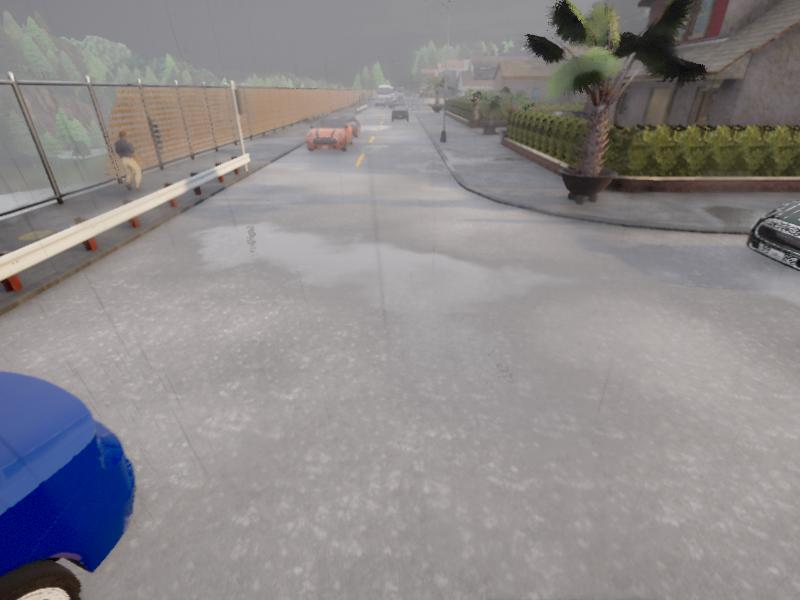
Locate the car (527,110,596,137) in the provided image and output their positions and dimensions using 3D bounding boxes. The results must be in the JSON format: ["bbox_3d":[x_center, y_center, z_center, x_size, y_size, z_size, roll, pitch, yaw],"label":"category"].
[{"bbox_3d":[10.568,-11.656,26.395,3.633,1.501,1.845,-1,28,-2],"label":"car"}]

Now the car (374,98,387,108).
[{"bbox_3d":[-3.951,-40.076,81.289,2.152,1.651,5.027,1,28,1],"label":"car"}]

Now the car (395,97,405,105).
[{"bbox_3d":[0.040,-47.837,96.213,2.242,1.667,4.611,0,28,0],"label":"car"}]

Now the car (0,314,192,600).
[{"bbox_3d":[-3.469,1.931,1.083,1.882,1.535,5.008,10,29,20],"label":"car"}]

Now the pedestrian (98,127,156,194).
[{"bbox_3d":[-8.397,-4.301,12.371,0.751,1.860,0.751,1,28,1],"label":"pedestrian"}]

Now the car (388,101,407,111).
[{"bbox_3d":[-0.460,-33.958,69.840,2.033,1.411,5.357,-7,28,-13],"label":"car"}]

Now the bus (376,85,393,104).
[{"bbox_3d":[-3.834,-53.214,103.557,3.944,4.253,10.273,0,28,0],"label":"bus"}]

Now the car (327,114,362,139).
[{"bbox_3d":[-3.995,-12.851,29.521,1.994,1.385,4.181,0,28,0],"label":"car"}]

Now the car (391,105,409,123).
[{"bbox_3d":[0.015,-20.498,43.956,1.882,1.535,5.008,0,28,0],"label":"car"}]

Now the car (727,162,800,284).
[{"bbox_3d":[9.188,-1.366,7.108,4.553,1.767,2.097,0,28,0],"label":"car"}]

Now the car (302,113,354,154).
[{"bbox_3d":[-3.960,-9.639,22.921,2.097,1.767,4.553,0,28,0],"label":"car"}]
